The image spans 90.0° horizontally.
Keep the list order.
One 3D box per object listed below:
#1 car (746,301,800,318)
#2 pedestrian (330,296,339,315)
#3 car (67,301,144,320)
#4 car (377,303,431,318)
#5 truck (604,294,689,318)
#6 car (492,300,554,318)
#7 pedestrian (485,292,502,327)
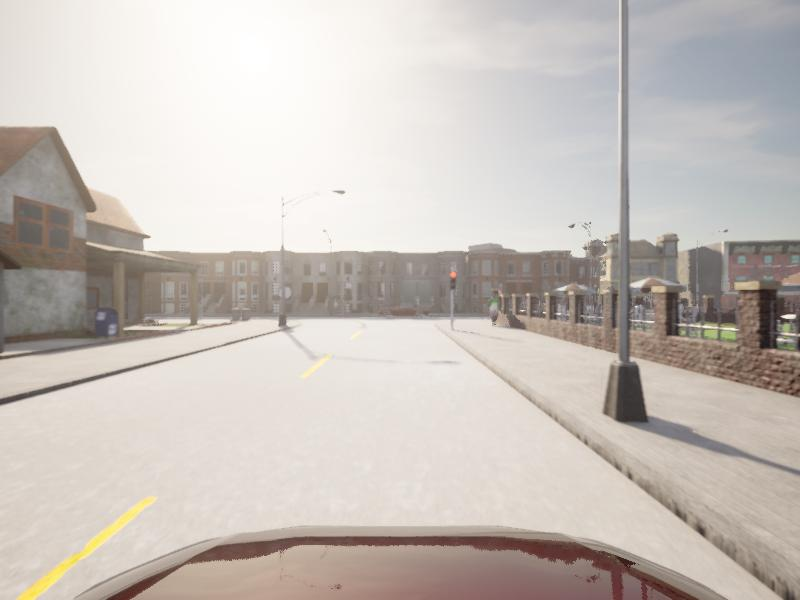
[{"bbox_3d":[34.453,0.822,36.229,4.514,1.525,2.007,0,0,2],"label":"car"},{"bbox_3d":[-6.516,0.526,39.769,0.751,1.860,0.751,0,0,9],"label":"pedestrian"},{"bbox_3d":[-23.670,0.839,32.270,4.892,1.490,1.837,0,0,0],"label":"car"},{"bbox_3d":[0.356,0.938,36.285,4.718,1.301,1.895,0,0,0],"label":"car"},{"bbox_3d":[22.245,0.537,36.315,6.274,2.098,2.390,0,0,0],"label":"truck"},{"bbox_3d":[11.115,0.817,36.299,5.008,1.535,1.882,0,0,0],"label":"car"},{"bbox_3d":[5.183,0.521,22.110,0.751,1.860,0.751,0,0,-1],"label":"pedestrian"}]
